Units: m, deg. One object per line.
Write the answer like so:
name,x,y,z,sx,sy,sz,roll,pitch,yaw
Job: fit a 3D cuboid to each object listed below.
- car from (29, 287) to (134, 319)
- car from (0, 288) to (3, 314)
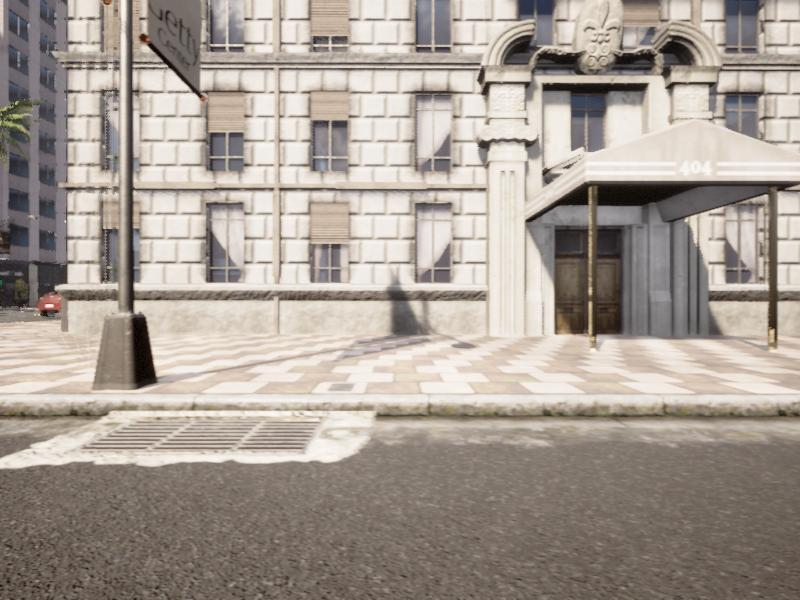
car,-18.367,0.163,23.487,2.152,1.651,5.027,0,0,1
car,-28.827,0.066,25.678,2.097,1.767,4.553,0,0,1
